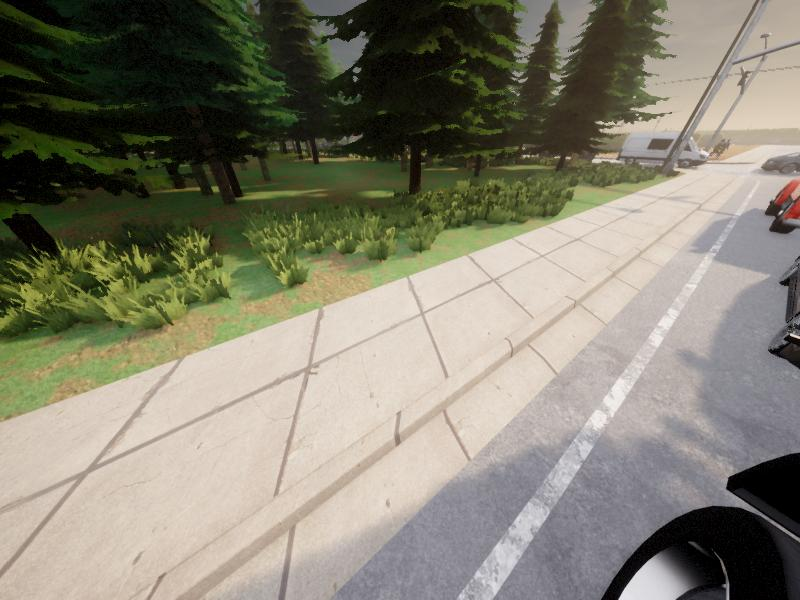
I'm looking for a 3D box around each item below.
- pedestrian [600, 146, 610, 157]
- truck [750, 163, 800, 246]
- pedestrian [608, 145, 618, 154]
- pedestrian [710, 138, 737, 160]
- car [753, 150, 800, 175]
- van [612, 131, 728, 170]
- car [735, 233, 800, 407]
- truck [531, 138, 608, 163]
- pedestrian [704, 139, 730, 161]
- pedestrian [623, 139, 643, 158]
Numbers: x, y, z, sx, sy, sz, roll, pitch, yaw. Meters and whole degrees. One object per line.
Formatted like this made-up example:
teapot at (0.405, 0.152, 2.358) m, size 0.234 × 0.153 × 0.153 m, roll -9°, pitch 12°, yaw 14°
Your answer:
pedestrian at (26.038, -18.896, 29.345) m, size 0.500 × 1.100 × 0.500 m, roll -20°, pitch 40°, yaw -26°
truck at (12.430, -3.015, 5.962) m, size 5.204 × 2.467 × 2.627 m, roll -23°, pitch 41°, yaw -28°
pedestrian at (30.029, -21.204, 32.548) m, size 0.500 × 1.100 × 0.500 m, roll -6°, pitch 36°, yaw -8°
pedestrian at (33.562, -15.660, 24.003) m, size 0.751 × 1.860 × 0.751 m, roll 22°, pitch 41°, yaw 28°
car at (29.307, -9.725, 16.357) m, size 4.181 × 1.385 × 1.994 m, roll 16°, pitch 38°, yaw 22°
van at (23.392, -13.297, 20.474) m, size 1.988 × 2.561 × 5.915 m, roll -22°, pitch 41°, yaw -28°
car at (6.438, -0.041, 2.636) m, size 4.902 × 1.511 × 2.128 m, roll -22°, pitch 41°, yaw -28°
truck at (18.768, -16.914, 26.020) m, size 2.390 × 2.098 × 6.274 m, roll -22°, pitch 41°, yaw -28°
pedestrian at (32.116, -15.238, 23.424) m, size 0.751 × 1.860 × 0.751 m, roll -26°, pitch 43°, yaw -32°
pedestrian at (27.801, -18.127, 27.578) m, size 0.751 × 1.860 × 0.751 m, roll -21°, pitch 40°, yaw -27°
